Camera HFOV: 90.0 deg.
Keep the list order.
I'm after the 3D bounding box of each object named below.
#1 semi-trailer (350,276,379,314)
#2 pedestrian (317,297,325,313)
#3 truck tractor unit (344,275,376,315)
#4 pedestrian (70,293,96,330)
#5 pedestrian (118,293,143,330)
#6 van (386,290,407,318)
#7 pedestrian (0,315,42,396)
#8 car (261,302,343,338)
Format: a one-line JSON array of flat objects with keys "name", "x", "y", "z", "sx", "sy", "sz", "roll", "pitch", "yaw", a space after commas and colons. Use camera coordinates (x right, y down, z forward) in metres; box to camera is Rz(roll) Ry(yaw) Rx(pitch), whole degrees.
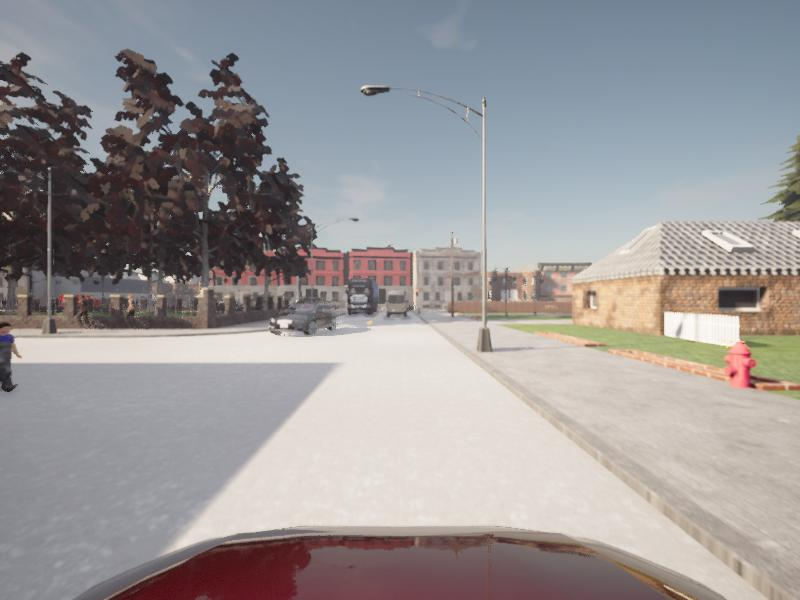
[{"name": "semi-trailer", "x": -4.502, "y": -0.540, "z": 53.207, "sx": 2.717, "sy": 4.402, "sz": 14.254, "roll": 0, "pitch": 0, "yaw": -1}, {"name": "pedestrian", "x": -9.472, "y": 0.603, "z": 47.834, "sx": 0.751, "sy": 1.860, "sz": 0.751, "roll": 0, "pitch": 0, "yaw": 2}, {"name": "truck tractor unit", "x": -4.399, "y": -0.458, "z": 45.297, "sx": 3.053, "sy": 4.208, "sz": 6.516, "roll": 0, "pitch": -1, "yaw": -1}, {"name": "pedestrian", "x": -16.113, "y": 0.564, "z": 20.337, "sx": 0.751, "sy": 1.860, "sz": 0.751, "roll": 0, "pitch": 0, "yaw": 3}, {"name": "pedestrian", "x": -13.613, "y": 0.564, "z": 20.232, "sx": 0.751, "sy": 1.860, "sz": 0.751, "roll": 0, "pitch": 0, "yaw": 1}, {"name": "van", "x": -0.286, "y": 0.381, "z": 40.706, "sx": 1.988, "sy": 2.561, "sz": 5.915, "roll": 0, "pitch": 0, "yaw": 0}, {"name": "pedestrian", "x": -6.950, "y": 0.928, "z": 6.966, "sx": 0.751, "sy": 1.300, "sz": 0.751, "roll": 0, "pitch": 0, "yaw": 1}, {"name": "car", "x": -4.555, "y": 0.865, "z": 19.549, "sx": 2.128, "sy": 1.511, "sz": 4.902, "roll": 0, "pitch": 0, "yaw": 10}]
